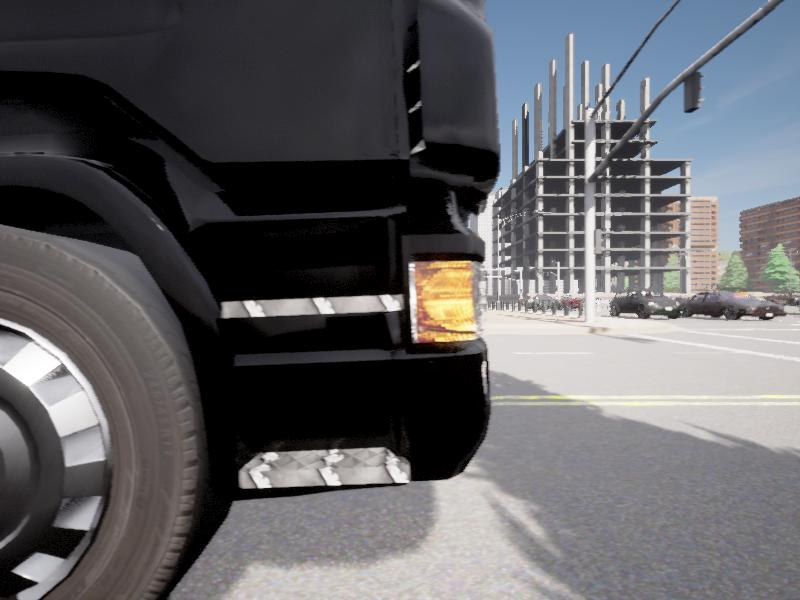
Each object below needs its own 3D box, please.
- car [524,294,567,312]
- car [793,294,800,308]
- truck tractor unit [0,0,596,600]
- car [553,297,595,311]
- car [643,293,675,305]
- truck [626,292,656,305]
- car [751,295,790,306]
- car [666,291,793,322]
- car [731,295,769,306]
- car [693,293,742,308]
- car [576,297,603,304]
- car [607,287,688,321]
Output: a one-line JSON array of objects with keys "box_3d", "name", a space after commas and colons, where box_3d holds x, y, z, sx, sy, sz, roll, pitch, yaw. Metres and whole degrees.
[{"box_3d": [12.919, 0.220, 35.949, 2.038, 1.542, 4.974, 0, 0, 0], "name": "car"}, {"box_3d": [43.125, 0.130, 40.984, 1.970, 1.475, 3.806, 0, 0, 0], "name": "car"}, {"box_3d": [-2.926, -1.101, 2.204, 6.516, 4.208, 3.053, 0, 0, 0], "name": "truck tractor unit"}, {"box_3d": [16.417, 0.340, 38.024, 1.895, 1.301, 4.718, 0, 0, 0], "name": "car"}, {"box_3d": [40.434, -0.112, 62.543, 1.932, 1.855, 4.605, 0, 0, 0], "name": "car"}, {"box_3d": [37.539, -0.206, 62.480, 2.069, 2.038, 4.478, 0, 0, 0], "name": "truck"}, {"box_3d": [51.828, 0.096, 56.062, 1.784, 1.438, 3.905, 0, 0, 0], "name": "car"}, {"box_3d": [16.450, 0.291, 20.501, 2.033, 1.411, 5.357, 0, 0, -1], "name": "car"}, {"box_3d": [48.933, 0.128, 56.071, 1.970, 1.475, 3.806, 0, 0, 0], "name": "car"}, {"box_3d": [37.516, 0.059, 47.435, 2.242, 1.667, 4.611, 0, 0, 0], "name": "car"}, {"box_3d": [40.220, 0.043, 84.826, 4.892, 1.490, 1.837, 0, 0, 0], "name": "car"}, {"box_3d": [12.931, 0.186, 21.241, 1.851, 1.617, 3.988, 0, 0, 0], "name": "car"}]
